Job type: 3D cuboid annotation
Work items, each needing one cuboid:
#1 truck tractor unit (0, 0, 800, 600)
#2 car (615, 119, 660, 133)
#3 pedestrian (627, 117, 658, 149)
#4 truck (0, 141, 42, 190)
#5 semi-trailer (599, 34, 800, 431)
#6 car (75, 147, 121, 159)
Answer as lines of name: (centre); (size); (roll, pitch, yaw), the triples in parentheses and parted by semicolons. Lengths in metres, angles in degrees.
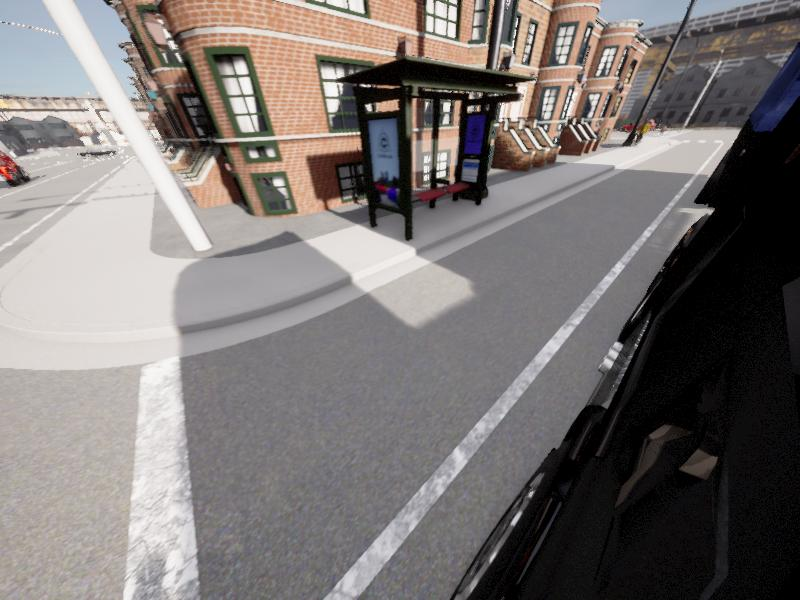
truck tractor unit: (2.645, -0.295, 0.351); (6.516, 4.208, 3.053); (-28, 44, -30)
car: (38.718, -28.452, 37.769); (2.242, 1.667, 4.611); (-28, 44, -30)
pedestrian: (17.924, -12.337, 17.130); (0.751, 1.860, 0.751); (-26, 42, -27)
truck: (-27.513, -8.808, 15.135); (2.627, 2.467, 5.204); (-29, 44, -30)
semi-trailer: (8.648, -3.648, 4.262); (14.254, 4.402, 2.717); (-29, 43, -30)
car: (-51.616, -25.265, 39.648); (4.718, 1.301, 1.895); (-29, 44, -31)
